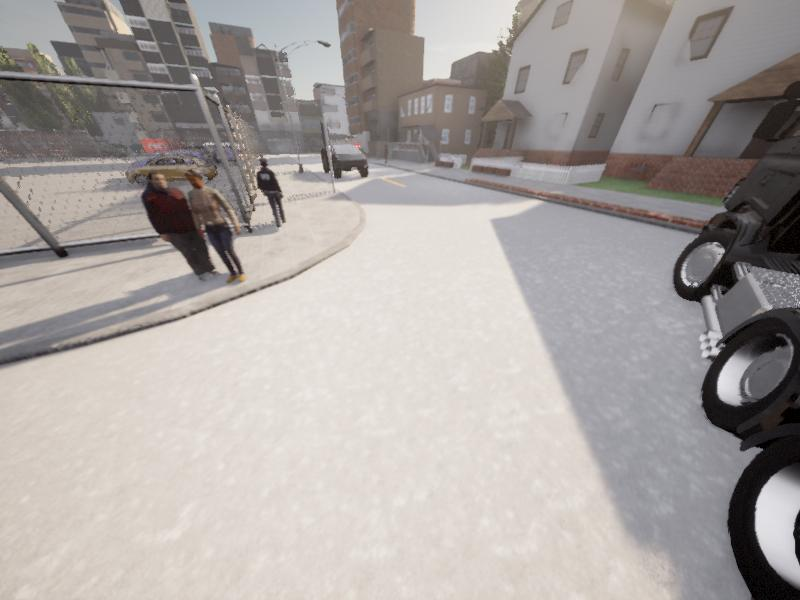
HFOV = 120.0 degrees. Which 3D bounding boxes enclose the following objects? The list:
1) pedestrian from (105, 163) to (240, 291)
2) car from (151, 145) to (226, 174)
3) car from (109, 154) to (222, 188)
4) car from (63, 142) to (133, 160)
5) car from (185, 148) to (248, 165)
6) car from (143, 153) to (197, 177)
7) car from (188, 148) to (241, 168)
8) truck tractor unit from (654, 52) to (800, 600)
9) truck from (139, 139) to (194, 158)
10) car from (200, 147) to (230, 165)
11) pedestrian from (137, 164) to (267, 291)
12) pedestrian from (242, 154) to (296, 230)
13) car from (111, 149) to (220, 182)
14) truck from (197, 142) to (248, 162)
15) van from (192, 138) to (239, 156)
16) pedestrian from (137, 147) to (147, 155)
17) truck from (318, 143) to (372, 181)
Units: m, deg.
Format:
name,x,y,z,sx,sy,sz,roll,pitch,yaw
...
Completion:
name,x,y,z,sx,sy,sz,roll,pitch,yaw
pedestrian,-3.676,-1.211,3.922,0.751,1.860,0.751,18,38,24
car,-17.236,-11.668,19.125,3.866,1.878,1.905,-15,37,-21
car,-13.611,-7.805,13.844,4.193,1.474,1.816,-15,37,-21
car,-43.898,-21.936,33.891,5.566,2.045,2.150,-15,37,-21
car,-20.956,-16.638,26.724,5.357,1.415,2.033,-15,37,-21
car,-17.094,-10.176,17.331,2.207,1.379,1.481,-15,37,-21
car,-18.584,-14.382,23.355,3.633,1.501,1.845,-15,37,-21
truck tractor unit,4.716,-0.578,1.177,3.053,4.208,6.516,27,43,33
truck,-36.692,-24.033,36.581,5.204,2.467,2.627,-15,37,-21
car,-21.003,-16.542,26.458,1.789,1.547,3.705,-15,37,-21
pedestrian,-3.053,-1.155,3.843,0.751,1.860,0.751,-3,35,-5
pedestrian,-3.658,-3.080,6.631,0.751,1.860,0.751,-9,36,-12
car,-15.632,-9.314,15.904,4.611,1.667,2.242,-15,37,-21
truck,-22.498,-18.970,29.551,4.478,2.038,2.069,-15,37,-21
van,-33.068,-27.605,41.708,5.915,2.561,1.988,-15,38,-21
pedestrian,-45.979,-26.546,41.171,0.500,1.100,0.500,8,35,11
truck,-4.437,-10.869,17.932,2.390,2.098,6.274,-15,37,-21
